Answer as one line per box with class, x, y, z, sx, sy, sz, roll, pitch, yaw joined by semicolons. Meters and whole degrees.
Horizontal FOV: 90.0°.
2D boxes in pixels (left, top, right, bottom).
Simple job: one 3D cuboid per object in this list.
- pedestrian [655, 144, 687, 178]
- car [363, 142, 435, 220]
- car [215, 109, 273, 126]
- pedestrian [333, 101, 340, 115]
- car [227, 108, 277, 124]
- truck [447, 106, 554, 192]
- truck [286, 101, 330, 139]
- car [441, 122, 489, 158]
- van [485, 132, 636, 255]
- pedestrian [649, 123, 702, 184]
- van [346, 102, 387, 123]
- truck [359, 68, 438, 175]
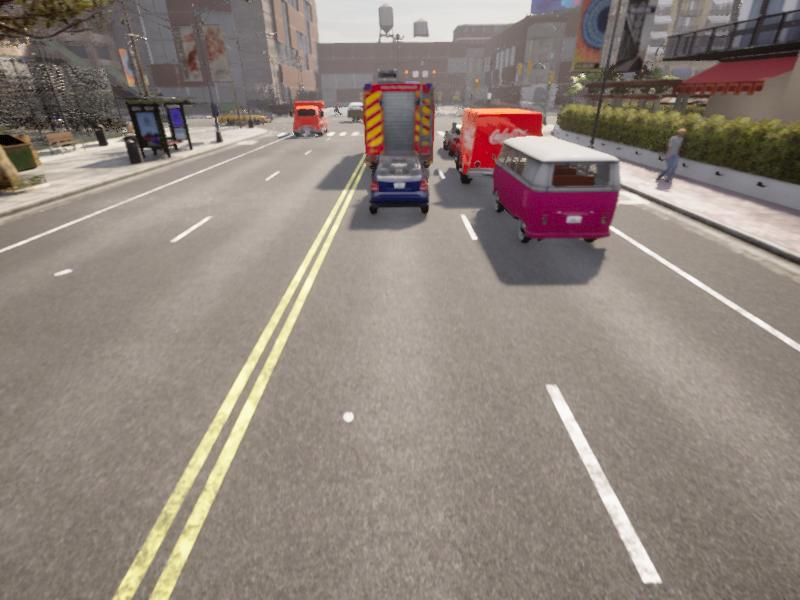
pedestrian;9.782;-5.009;14.465;0.500;1.100;0.500;0;27;0
car;-0.025;-3.689;11.988;1.789;1.549;3.705;0;27;0
car;-16.802;-19.760;43.240;5.366;1.575;1.801;2;28;4
pedestrian;-9.130;-27.723;57.766;0.751;1.860;0.751;1;27;4
car;-17.145;-21.437;46.559;4.902;1.511;2.128;0;27;1
truck;3.465;-5.959;15.301;2.627;2.467;5.204;0;27;0
truck;-7.139;-14.459;31.886;2.627;2.467;5.204;-2;27;-5
car;3.457;-8.897;22.048;1.970;1.475;3.806;0;27;0
van;3.477;-2.838;9.814;1.775;1.987;4.442;0;27;0
pedestrian;9.275;-4.952;13.540;0.751;1.860;0.751;-4;28;-6
van;-3.817;-21.724;46.299;4.480;2.038;2.069;0;27;1
truck;-0.043;-8.802;19.381;2.891;3.827;8.468;0;27;0
